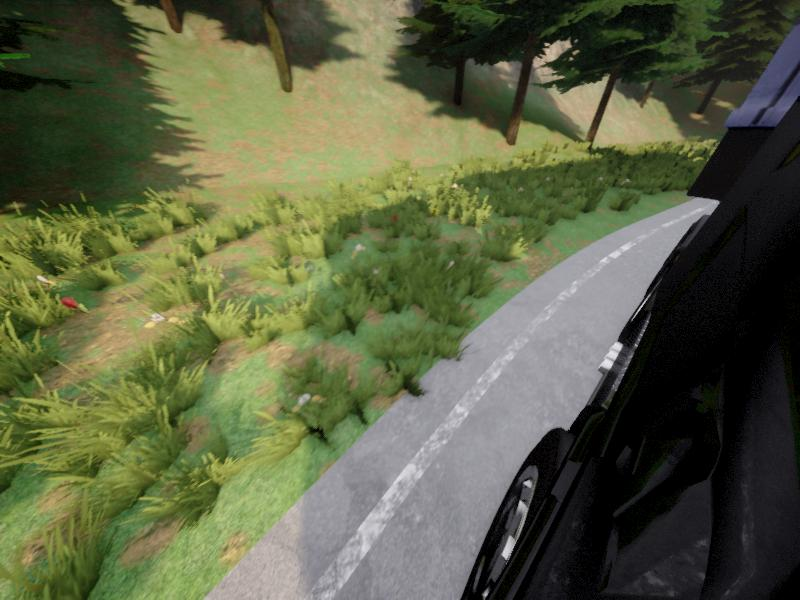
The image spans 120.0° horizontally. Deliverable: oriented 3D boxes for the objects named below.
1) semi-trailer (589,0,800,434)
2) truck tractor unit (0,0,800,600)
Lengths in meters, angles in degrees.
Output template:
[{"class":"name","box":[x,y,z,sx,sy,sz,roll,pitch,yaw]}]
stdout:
[{"class":"semi-trailer","box":[9.341,-3.039,3.513,14.254,4.402,2.717,-20,40,-22]},{"class":"truck tractor unit","box":[2.645,-0.295,0.351,6.516,4.208,3.053,-28,44,-30]}]
